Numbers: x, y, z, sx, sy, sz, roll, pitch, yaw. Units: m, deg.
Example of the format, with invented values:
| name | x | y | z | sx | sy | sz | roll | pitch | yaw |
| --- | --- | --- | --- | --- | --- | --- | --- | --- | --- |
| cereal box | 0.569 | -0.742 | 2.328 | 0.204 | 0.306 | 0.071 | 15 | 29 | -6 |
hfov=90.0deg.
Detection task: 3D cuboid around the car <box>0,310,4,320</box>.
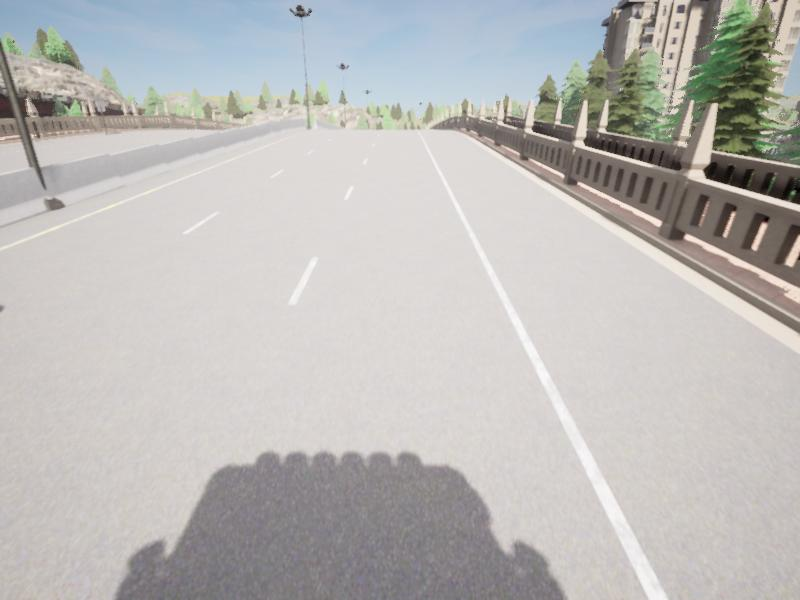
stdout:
| name | x | y | z | sx | sy | sz | roll | pitch | yaw |
| --- | --- | --- | --- | --- | --- | --- | --- | --- | --- |
| car | -7.005 | 0.487 | 4.052 | 1.970 | 1.475 | 3.806 | 0 | 27 | 0 |
